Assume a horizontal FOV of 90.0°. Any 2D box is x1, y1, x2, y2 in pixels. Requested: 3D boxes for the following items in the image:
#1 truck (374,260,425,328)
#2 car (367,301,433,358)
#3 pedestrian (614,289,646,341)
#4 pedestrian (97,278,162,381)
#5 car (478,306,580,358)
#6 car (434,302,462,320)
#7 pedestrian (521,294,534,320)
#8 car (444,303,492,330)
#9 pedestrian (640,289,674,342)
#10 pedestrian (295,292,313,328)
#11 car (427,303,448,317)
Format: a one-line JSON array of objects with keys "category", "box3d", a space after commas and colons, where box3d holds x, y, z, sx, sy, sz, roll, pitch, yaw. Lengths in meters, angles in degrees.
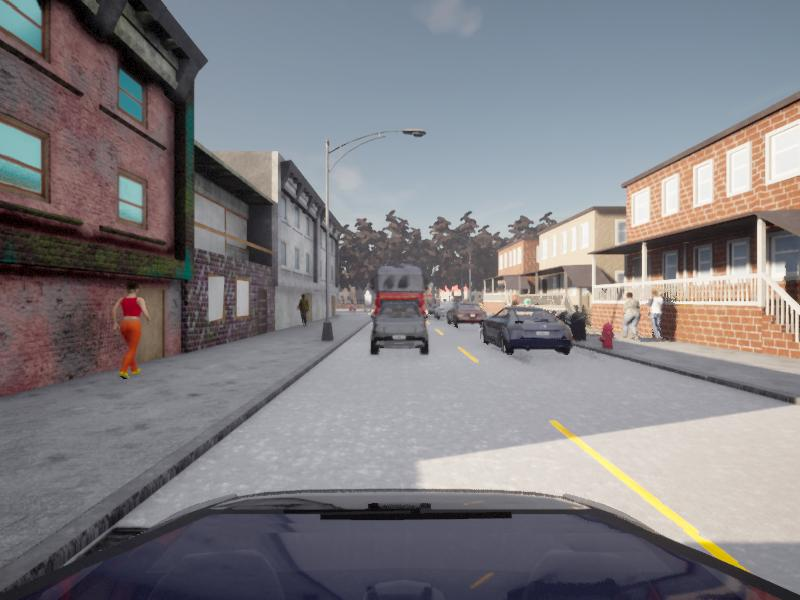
[{"category": "truck", "box3d": [-0.055, -0.321, 26.645, 2.891, 3.827, 8.468, 0, 0, 0]}, {"category": "car", "box3d": [-0.016, 0.815, 12.702, 1.789, 1.549, 3.705, 0, 0, 0]}, {"category": "pedestrian", "box3d": [8.428, 0.533, 14.677, 0.751, 1.860, 0.751, 0, 0, 5]}, {"category": "pedestrian", "box3d": [-5.130, 0.533, 7.633, 0.751, 1.860, 0.751, 0, 0, 0]}, {"category": "car", "box3d": [3.992, 0.907, 13.204, 1.994, 1.385, 4.181, 0, 0, 0]}, {"category": "car", "box3d": [3.915, 0.870, 33.546, 1.812, 1.442, 4.674, 0, 0, 0]}, {"category": "pedestrian", "box3d": [9.271, 0.533, 29.150, 0.751, 1.860, 0.751, 0, 0, 5]}, {"category": "car", "box3d": [3.970, 0.895, 24.339, 2.033, 1.411, 5.357, 0, 0, 0]}, {"category": "pedestrian", "box3d": [9.237, 0.533, 14.416, 0.751, 1.860, 0.751, 0, 0, 0]}, {"category": "pedestrian", "box3d": [-5.076, 0.533, 21.211, 0.751, 1.860, 0.751, 0, 0, 4]}, {"category": "car", "box3d": [3.709, 0.944, 40.026, 1.895, 1.301, 4.718, 0, 0, 3]}]
